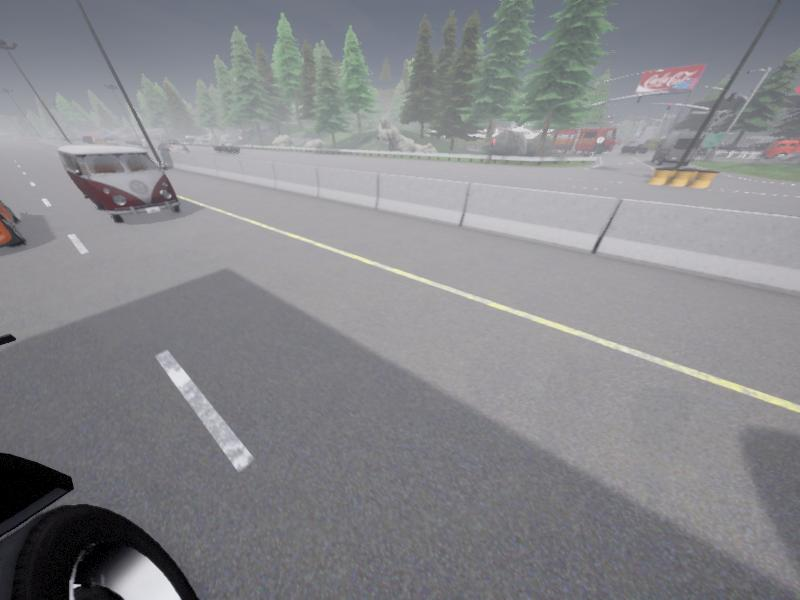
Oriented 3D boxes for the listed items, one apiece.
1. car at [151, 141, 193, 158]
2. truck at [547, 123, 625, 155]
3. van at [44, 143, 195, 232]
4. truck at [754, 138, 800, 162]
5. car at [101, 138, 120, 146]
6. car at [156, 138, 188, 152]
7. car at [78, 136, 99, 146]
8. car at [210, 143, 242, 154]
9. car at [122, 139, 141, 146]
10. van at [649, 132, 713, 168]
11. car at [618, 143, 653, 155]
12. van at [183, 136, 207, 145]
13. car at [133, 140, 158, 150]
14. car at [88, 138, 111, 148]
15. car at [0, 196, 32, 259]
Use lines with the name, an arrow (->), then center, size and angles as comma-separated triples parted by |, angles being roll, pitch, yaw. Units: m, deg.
car -> -29.065, -19.313, 29.489 | 5.027, 1.651, 2.152 | 22, 41, 28
truck -> 28.618, -24.960, 36.104 | 8.468, 3.827, 2.891 | 26, 42, 34
van -> -9.181, -3.905, 7.601 | 4.442, 1.987, 1.775 | 22, 41, 28
truck -> 49.464, -18.539, 28.527 | 5.204, 2.467, 2.627 | 22, 40, 29
car -> -71.966, -39.312, 57.372 | 3.988, 1.617, 1.851 | 22, 41, 28
car -> -36.956, -25.088, 37.419 | 4.553, 1.767, 2.097 | 22, 41, 28
car -> -74.170, -37.887, 55.035 | 3.866, 1.878, 1.905 | 22, 41, 28
car -> -26.363, -23.007, 35.028 | 4.718, 1.301, 1.895 | 22, 41, 28
car -> -68.445, -40.246, 58.927 | 4.718, 1.301, 1.895 | 22, 41, 28
van -> 26.244, -14.312, 21.910 | 1.988, 2.561, 5.915 | 22, 41, 28
car -> 38.175, -24.440, 37.399 | 5.008, 1.535, 1.882 | -17, 39, -23
van -> -60.387, -47.073, 68.041 | 2.069, 2.038, 4.480 | 21, 40, 27
car -> -48.797, -29.789, 44.265 | 3.806, 1.475, 1.970 | 22, 41, 28
car -> -65.236, -34.108, 50.076 | 5.366, 1.575, 1.801 | 22, 41, 28
car -> -10.977, -2.096, 5.187 | 4.553, 1.767, 2.097 | 22, 41, 28
